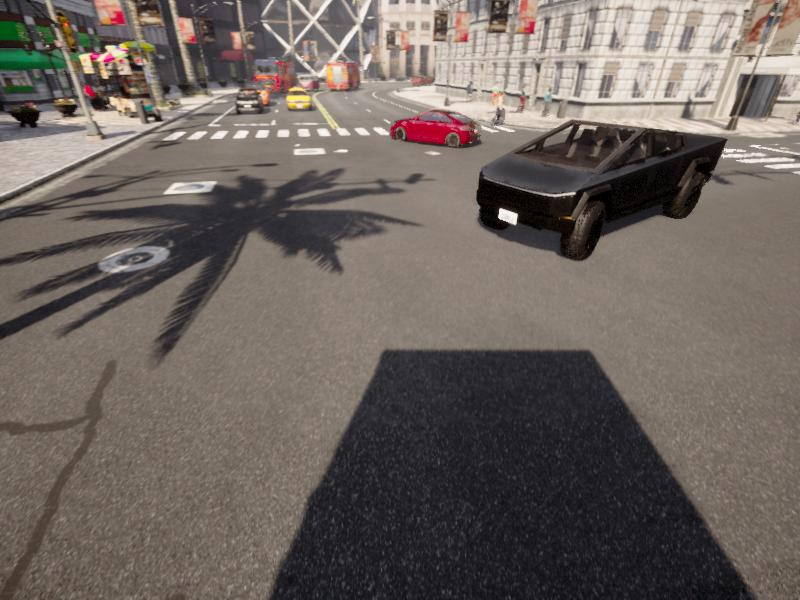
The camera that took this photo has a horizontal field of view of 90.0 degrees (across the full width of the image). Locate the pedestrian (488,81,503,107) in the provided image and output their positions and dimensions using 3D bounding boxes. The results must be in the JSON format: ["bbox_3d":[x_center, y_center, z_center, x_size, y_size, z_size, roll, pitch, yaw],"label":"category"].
[{"bbox_3d":[7.894,-17.060,33.196,0.751,1.860,0.751,-5,31,-10],"label":"pedestrian"}]

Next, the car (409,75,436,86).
[{"bbox_3d":[4.197,-40.070,73.109,2.152,1.651,5.027,24,38,35],"label":"car"}]

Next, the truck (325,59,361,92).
[{"bbox_3d":[-7.899,-32.121,57.082,2.891,3.827,8.468,4,30,6],"label":"truck"}]

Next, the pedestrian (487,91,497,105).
[{"bbox_3d":[8.094,-17.809,35.236,0.500,1.100,0.500,-6,31,-11],"label":"pedestrian"}]

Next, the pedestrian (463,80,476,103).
[{"bbox_3d":[6.437,-19.284,36.977,0.751,1.860,0.751,-6,31,-11],"label":"pedestrian"}]

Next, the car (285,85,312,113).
[{"bbox_3d":[-8.070,-16.025,31.745,1.801,1.575,5.366,-6,31,-12],"label":"car"}]

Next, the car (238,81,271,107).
[{"bbox_3d":[-12.416,-17.741,34.389,2.097,1.767,4.553,-6,31,-12],"label":"car"}]

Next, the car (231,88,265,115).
[{"bbox_3d":[-10.938,-14.427,28.986,1.789,1.549,3.705,-7,31,-12],"label":"car"}]

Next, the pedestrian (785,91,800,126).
[{"bbox_3d":[24.179,-11.483,23.959,0.751,1.860,0.751,-7,31,-14],"label":"pedestrian"}]

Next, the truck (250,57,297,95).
[{"bbox_3d":[-15.421,-27.901,49.713,2.891,3.827,8.468,1,30,0],"label":"truck"}]

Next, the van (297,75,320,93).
[{"bbox_3d":[-11.862,-28.191,52.107,1.775,1.987,4.442,2,30,2],"label":"van"}]

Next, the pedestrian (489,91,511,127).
[{"bbox_3d":[5.789,-11.079,23.217,0.751,1.860,0.751,-5,31,-10],"label":"pedestrian"}]

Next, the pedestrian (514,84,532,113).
[{"bbox_3d":[8.939,-14.680,29.141,0.751,1.860,0.751,-7,31,-13],"label":"pedestrian"}]

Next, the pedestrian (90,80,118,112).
[{"bbox_3d":[-20.198,-13.925,27.291,0.751,1.860,0.751,14,33,22],"label":"pedestrian"}]

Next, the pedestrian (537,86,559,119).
[{"bbox_3d":[9.627,-12.865,26.046,0.751,1.860,0.751,-12,33,-20],"label":"pedestrian"}]

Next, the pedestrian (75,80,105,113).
[{"bbox_3d":[-20.582,-13.513,26.578,0.751,1.860,0.751,13,33,21],"label":"pedestrian"}]

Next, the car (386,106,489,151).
[{"bbox_3d":[1.635,-7.949,18.315,4.181,1.385,1.994,19,35,28],"label":"car"}]

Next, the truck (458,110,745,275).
[{"bbox_3d":[4.483,-2.738,8.722,6.274,2.098,2.390,-20,36,-31],"label":"truck"}]
